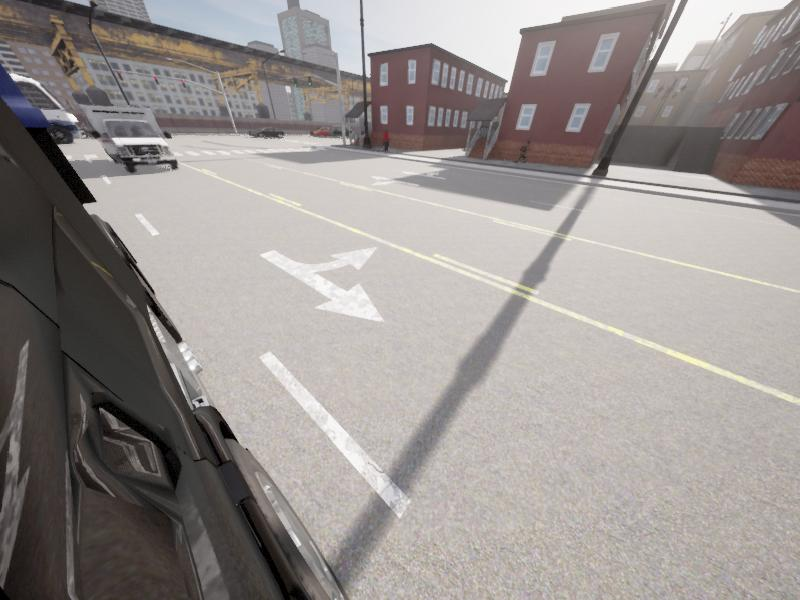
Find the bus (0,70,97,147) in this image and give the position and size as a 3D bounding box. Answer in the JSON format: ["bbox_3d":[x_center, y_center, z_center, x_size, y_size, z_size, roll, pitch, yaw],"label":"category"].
[{"bbox_3d":[-30.170,-13.252,15.886,3.944,4.253,10.273,28,44,30],"label":"bus"}]

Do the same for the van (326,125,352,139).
[{"bbox_3d":[-11.399,-31.670,43.566,1.775,1.987,4.442,28,44,30],"label":"van"}]

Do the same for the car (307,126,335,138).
[{"bbox_3d":[-15.099,-32.278,44.405,2.242,1.667,4.611,28,44,30],"label":"car"}]

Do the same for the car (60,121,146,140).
[{"bbox_3d":[-31.132,-17.907,24.430,2.033,1.411,5.357,28,44,30],"label":"car"}]

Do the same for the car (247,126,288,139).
[{"bbox_3d":[-20.110,-25.503,35.189,1.837,1.490,4.892,28,44,30],"label":"car"}]

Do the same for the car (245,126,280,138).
[{"bbox_3d":[-22.212,-27.282,37.537,1.994,1.385,4.181,28,44,30],"label":"car"}]

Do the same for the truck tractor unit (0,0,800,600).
[{"bbox_3d":[-2.645,-0.295,0.351,6.516,4.208,3.053,28,44,30],"label":"truck tractor unit"}]

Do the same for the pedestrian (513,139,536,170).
[{"bbox_3d":[9.029,-10.531,16.745,0.751,1.860,0.751,27,43,29],"label":"pedestrian"}]

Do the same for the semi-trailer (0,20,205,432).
[{"bbox_3d":[-8.898,-3.463,4.018,14.254,4.402,2.717,26,43,27],"label":"semi-trailer"}]

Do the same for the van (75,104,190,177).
[{"bbox_3d":[-13.525,-8.134,11.627,6.366,2.431,2.351,29,44,31],"label":"van"}]

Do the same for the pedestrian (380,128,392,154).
[{"bbox_3d":[-1.235,-14.324,20.849,0.751,1.860,0.751,27,43,29],"label":"pedestrian"}]

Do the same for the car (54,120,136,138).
[{"bbox_3d":[-34.018,-19.195,25.967,2.033,1.411,5.357,28,44,30],"label":"car"}]
